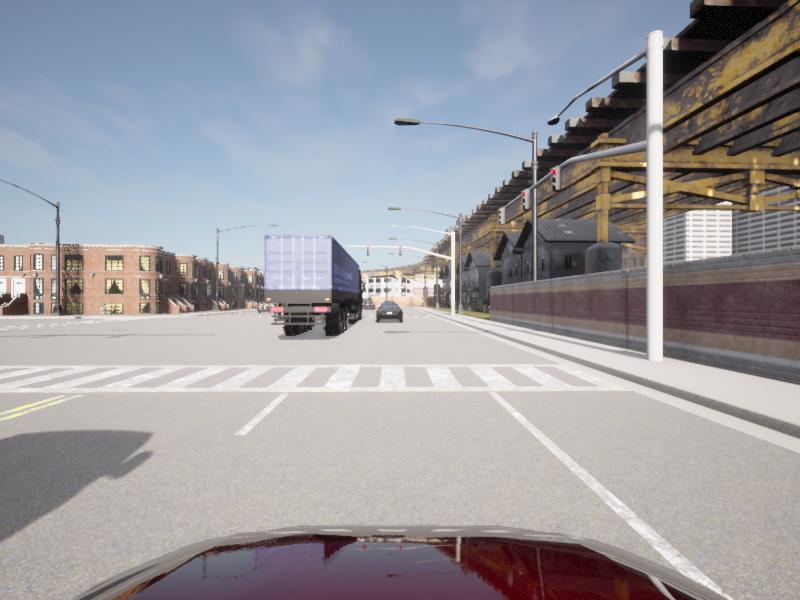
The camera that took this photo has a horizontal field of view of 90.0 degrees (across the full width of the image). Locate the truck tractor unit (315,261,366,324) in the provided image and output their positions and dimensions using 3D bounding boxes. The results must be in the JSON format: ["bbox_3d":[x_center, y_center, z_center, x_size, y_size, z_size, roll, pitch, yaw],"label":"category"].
[{"bbox_3d":[-4.290,-0.523,30.193,3.053,4.208,6.516,0,0,-1],"label":"truck tractor unit"}]

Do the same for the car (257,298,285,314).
[{"bbox_3d":[-15.243,0.652,47.446,1.932,1.855,4.605,0,0,-1],"label":"car"}]

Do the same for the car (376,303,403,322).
[{"bbox_3d":[-0.808,0.907,30.947,1.994,1.385,4.181,0,0,-2],"label":"car"}]

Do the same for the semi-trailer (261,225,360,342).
[{"bbox_3d":[-4.078,-0.618,22.281,2.717,4.402,14.254,0,0,-2],"label":"semi-trailer"}]

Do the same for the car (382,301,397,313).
[{"bbox_3d":[-1.299,0.869,50.527,1.812,1.442,4.674,0,0,-1],"label":"car"}]
